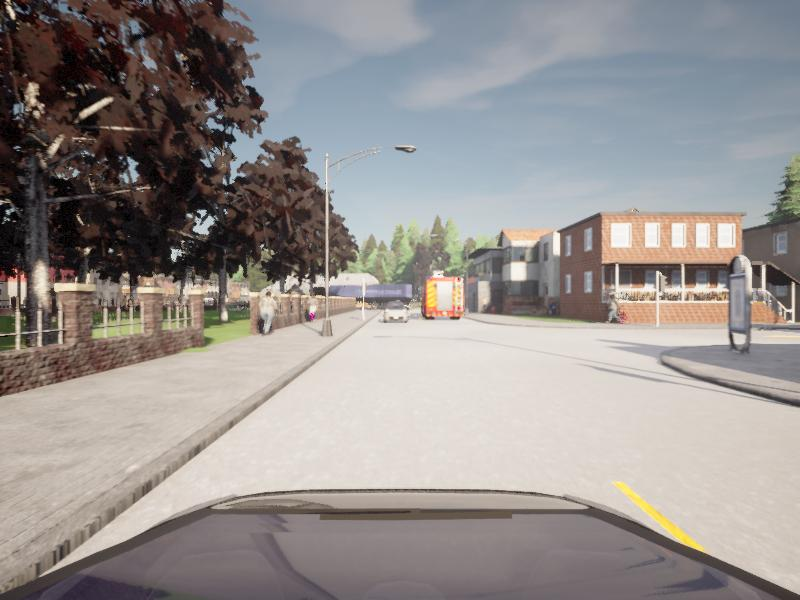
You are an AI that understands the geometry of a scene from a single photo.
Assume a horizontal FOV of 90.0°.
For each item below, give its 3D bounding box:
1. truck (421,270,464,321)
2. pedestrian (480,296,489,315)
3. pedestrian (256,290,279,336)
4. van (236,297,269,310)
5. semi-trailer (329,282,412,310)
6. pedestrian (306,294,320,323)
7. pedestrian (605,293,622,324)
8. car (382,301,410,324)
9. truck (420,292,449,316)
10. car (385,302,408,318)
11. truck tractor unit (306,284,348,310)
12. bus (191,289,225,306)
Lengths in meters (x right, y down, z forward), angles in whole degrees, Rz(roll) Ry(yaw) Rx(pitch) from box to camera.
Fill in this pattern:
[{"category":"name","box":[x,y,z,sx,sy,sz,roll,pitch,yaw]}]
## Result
[{"category":"truck","box":[3.439,-0.308,34.340,2.891,3.827,8.468,0,0,1]},{"category":"pedestrian","box":[8.495,0.548,40.227,0.751,1.860,0.751,0,0,2]},{"category":"pedestrian","box":[-5.524,0.539,16.707,0.751,1.860,0.751,0,0,0]},{"category":"van","box":[-23.773,0.592,64.647,4.480,2.038,2.069,0,0,0]},{"category":"semi-trailer","box":[-5.065,-0.602,66.339,14.254,4.402,2.717,0,-1,24]},{"category":"pedestrian","box":[-5.575,0.542,25.562,0.751,1.860,0.751,0,0,-2]},{"category":"pedestrian","box":[13.017,0.535,24.422,0.751,1.860,0.751,0,0,12]},{"category":"car","box":[-0.299,0.836,28.266,1.845,1.501,3.633,0,0,-1]},{"category":"truck","box":[3.632,0.373,43.312,2.627,2.467,5.204,0,0,0]},{"category":"car","box":[-0.365,0.909,39.345,2.033,1.411,5.357,0,0,-1]},{"category":"truck tractor unit","box":[-12.460,-0.500,68.797,6.516,4.208,3.053,0,0,0]},{"category":"bus","box":[-49.984,-0.497,104.750,3.944,4.253,10.273,0,-1,0]}]
